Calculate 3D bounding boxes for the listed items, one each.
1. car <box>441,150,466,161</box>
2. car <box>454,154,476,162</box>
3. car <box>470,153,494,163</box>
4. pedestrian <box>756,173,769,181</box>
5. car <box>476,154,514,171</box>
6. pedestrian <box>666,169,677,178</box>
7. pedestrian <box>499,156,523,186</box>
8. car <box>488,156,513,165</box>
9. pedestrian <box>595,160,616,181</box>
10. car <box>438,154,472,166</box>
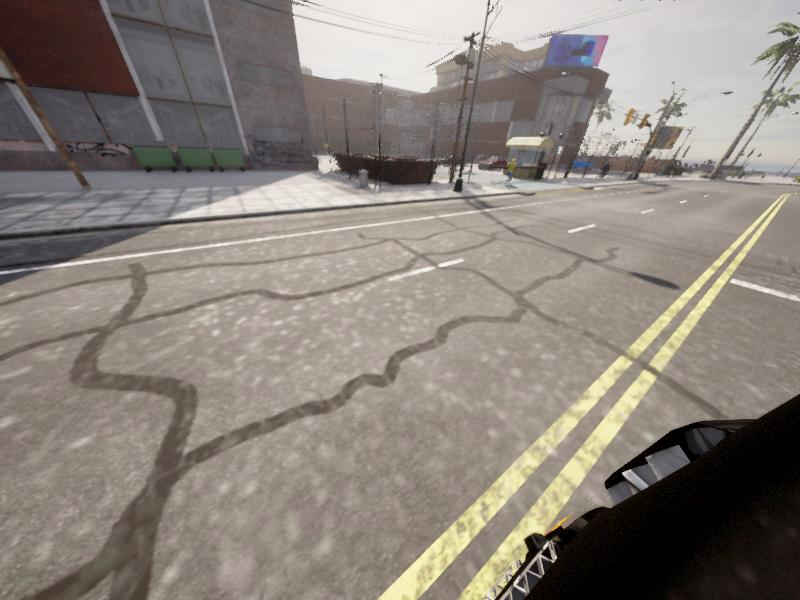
[{"bbox_3d":[13.186,-35.301,56.567,5.566,2.045,2.435,-18,39,-29],"label":"car"},{"bbox_3d":[15.248,-33.446,54.417,4.786,1.482,2.161,-18,39,-29],"label":"car"},{"bbox_3d":[18.012,-31.206,50.809,4.553,1.767,2.185,-18,39,-29],"label":"car"},{"bbox_3d":[59.729,-20.229,38.048,0.500,1.100,0.500,3,33,-1],"label":"pedestrian"},{"bbox_3d":[12.955,-18.767,31.597,4.553,1.767,2.185,-18,39,-29],"label":"car"},{"bbox_3d":[39.675,-18.443,33.737,0.500,1.100,0.500,-14,37,-24],"label":"pedestrian"},{"bbox_3d":[7.979,-9.288,16.661,0.751,1.860,0.751,-18,39,-29],"label":"pedestrian"},{"bbox_3d":[20.690,-28.679,47.504,4.674,1.452,2.002,-18,39,-29],"label":"car"},{"bbox_3d":[21.420,-13.490,24.094,0.751,1.860,0.751,-19,40,-30],"label":"pedestrian"},{"bbox_3d":[8.757,-22.313,36.849,5.008,1.535,2.097,-18,39,-29],"label":"car"}]
